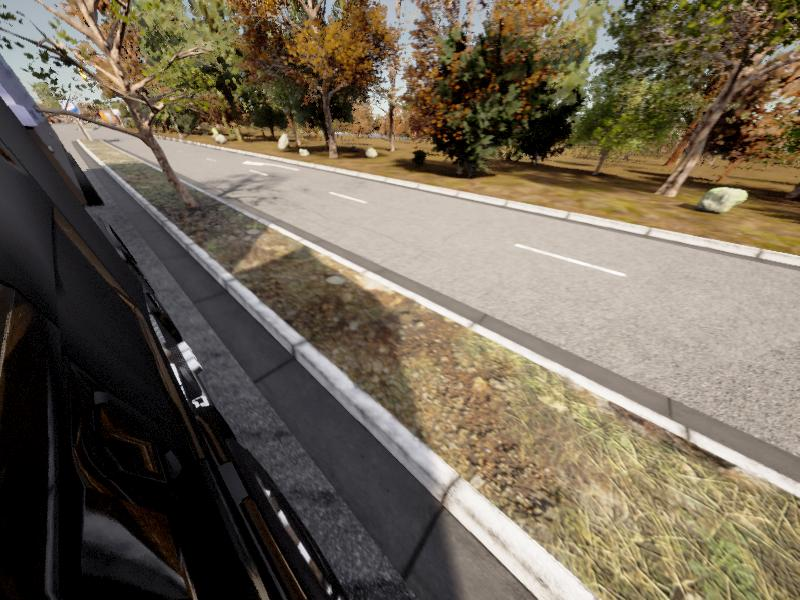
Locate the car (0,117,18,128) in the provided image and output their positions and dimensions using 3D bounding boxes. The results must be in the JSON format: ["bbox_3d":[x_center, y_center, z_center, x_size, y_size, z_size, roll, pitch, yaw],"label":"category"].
[{"bbox_3d":[-68.292,-29.381,38.203,2.163,1.488,4.792,17,40,19],"label":"car"}]

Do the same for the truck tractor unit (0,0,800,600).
[{"bbox_3d":[-2.645,-0.295,0.351,6.516,4.208,3.053,28,44,30],"label":"truck tractor unit"}]

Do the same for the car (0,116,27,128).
[{"bbox_3d":[-70.165,-30.902,40.086,1.946,1.575,5.366,17,40,20],"label":"car"}]

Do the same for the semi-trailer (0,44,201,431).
[{"bbox_3d":[-8.705,-3.574,4.259,14.254,4.402,2.717,28,44,30],"label":"semi-trailer"}]
